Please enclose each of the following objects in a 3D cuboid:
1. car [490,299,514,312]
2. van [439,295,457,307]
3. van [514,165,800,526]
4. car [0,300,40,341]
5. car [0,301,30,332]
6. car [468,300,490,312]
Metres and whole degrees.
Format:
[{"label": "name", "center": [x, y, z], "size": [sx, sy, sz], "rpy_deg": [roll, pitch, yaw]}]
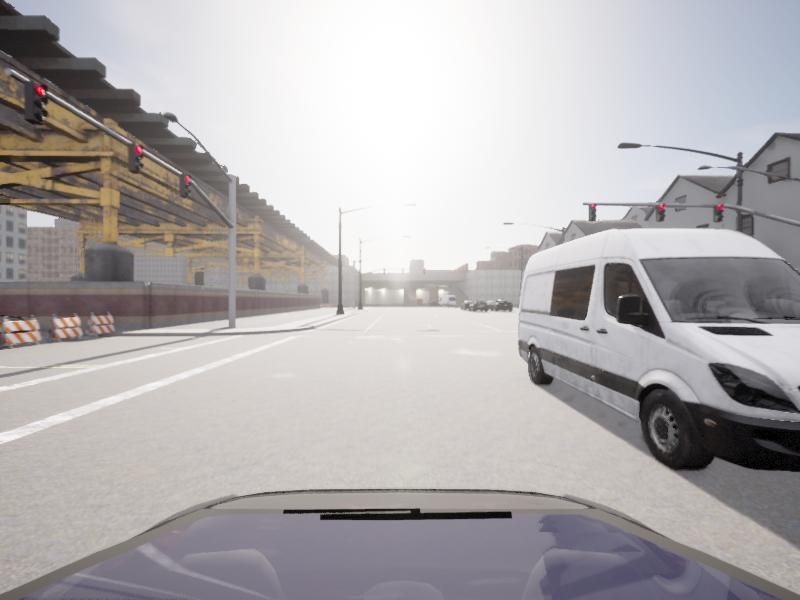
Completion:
[{"label": "car", "center": [13.993, 0.735, 55.148], "size": [2.242, 1.667, 4.611], "rpy_deg": [0, 0, 0]}, {"label": "van", "center": [10.302, 0.267, 86.752], "size": [1.988, 2.561, 5.915], "rpy_deg": [0, 0, -13]}, {"label": "van", "center": [3.496, 0.320, 5.793], "size": [1.988, 2.561, 5.915], "rpy_deg": [0, 0, 0]}, {"label": "car", "center": [-16.735, 0.790, 14.570], "size": [2.038, 1.542, 4.974], "rpy_deg": [0, 0, 29]}, {"label": "car", "center": [-16.760, 0.633, 14.525], "size": [1.853, 1.218, 4.536], "rpy_deg": [0, 0, 29]}, {"label": "car", "center": [10.496, 0.808, 53.565], "size": [2.007, 1.525, 4.514], "rpy_deg": [0, 0, 0]}]
